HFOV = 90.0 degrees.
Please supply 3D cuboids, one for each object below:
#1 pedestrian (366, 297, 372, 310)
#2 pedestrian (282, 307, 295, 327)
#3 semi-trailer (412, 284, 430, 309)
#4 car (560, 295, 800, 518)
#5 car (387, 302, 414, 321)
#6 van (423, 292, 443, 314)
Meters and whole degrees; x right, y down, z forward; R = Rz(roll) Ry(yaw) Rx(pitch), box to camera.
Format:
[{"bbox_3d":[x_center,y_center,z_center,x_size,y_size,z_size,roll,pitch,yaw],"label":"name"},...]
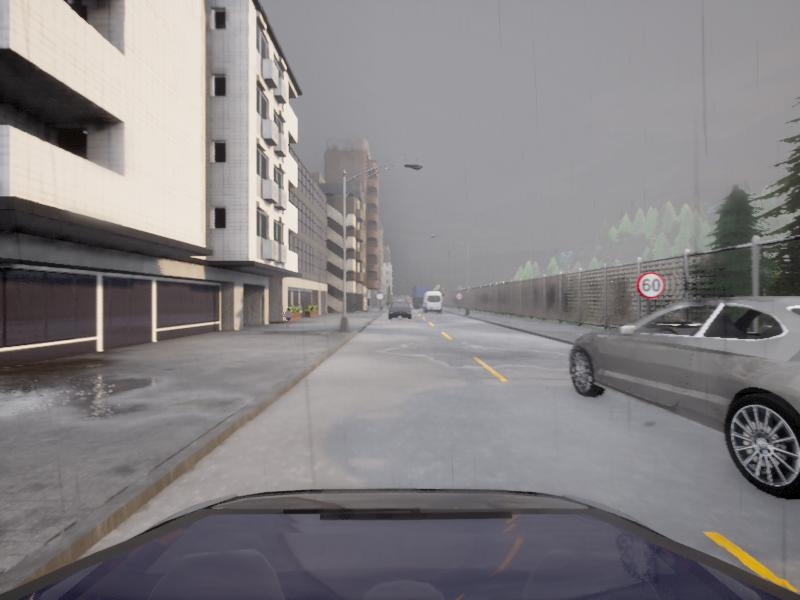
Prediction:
[{"bbox_3d":[-4.428,0.514,57.021,0.751,1.860,0.751,0,0,12],"label":"pedestrian"},{"bbox_3d":[-6.157,0.932,22.086,0.500,1.100,0.500,0,0,9],"label":"pedestrian"},{"bbox_3d":[4.014,-0.635,77.966,2.717,4.402,14.254,0,0,0],"label":"semi-trailer"},{"bbox_3d":[4.025,0.780,4.836,2.152,1.651,5.027,0,0,0],"label":"car"},{"bbox_3d":[0.003,0.889,32.783,2.033,1.411,5.357,0,0,0],"label":"car"},{"bbox_3d":[4.011,0.313,49.888,1.988,2.561,5.915,0,0,0],"label":"van"}]
